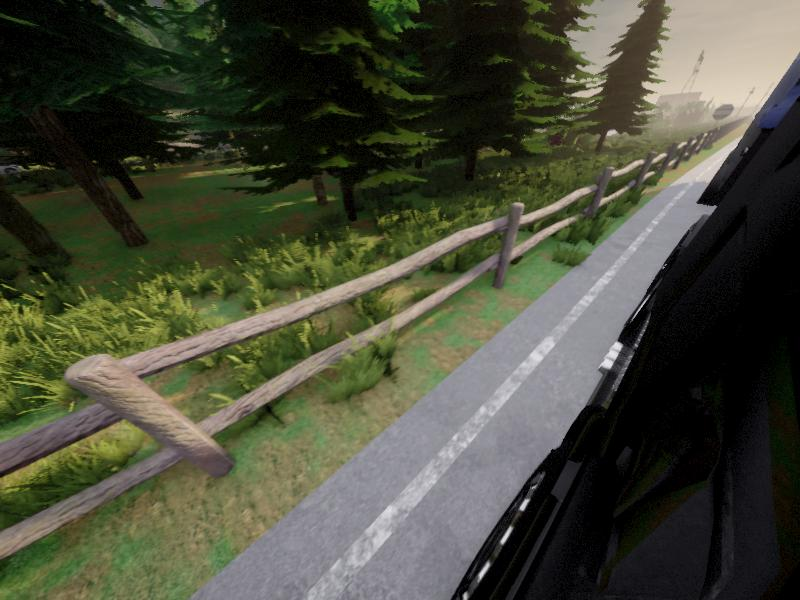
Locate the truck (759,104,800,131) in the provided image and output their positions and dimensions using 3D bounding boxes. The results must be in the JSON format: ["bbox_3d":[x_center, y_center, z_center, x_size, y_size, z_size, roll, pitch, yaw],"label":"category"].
[{"bbox_3d":[49.029,-23.150,29.418,5.204,2.467,2.627,-25,42,-30],"label":"truck"}]

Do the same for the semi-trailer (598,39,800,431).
[{"bbox_3d":[8.694,-3.612,4.226,14.254,4.402,2.717,-28,44,-30],"label":"semi-trailer"}]

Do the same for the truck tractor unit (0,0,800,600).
[{"bbox_3d":[2.645,-0.295,0.351,6.516,4.208,3.053,-28,44,-30],"label":"truck tractor unit"}]
